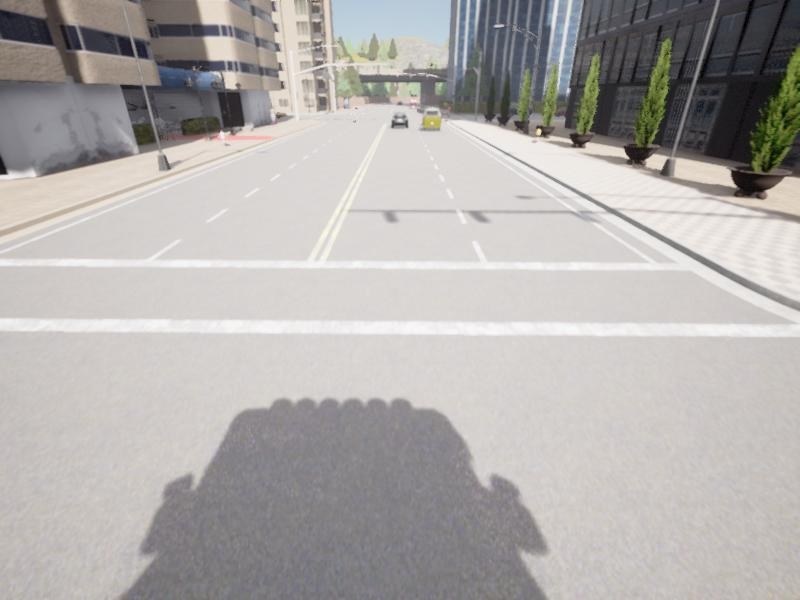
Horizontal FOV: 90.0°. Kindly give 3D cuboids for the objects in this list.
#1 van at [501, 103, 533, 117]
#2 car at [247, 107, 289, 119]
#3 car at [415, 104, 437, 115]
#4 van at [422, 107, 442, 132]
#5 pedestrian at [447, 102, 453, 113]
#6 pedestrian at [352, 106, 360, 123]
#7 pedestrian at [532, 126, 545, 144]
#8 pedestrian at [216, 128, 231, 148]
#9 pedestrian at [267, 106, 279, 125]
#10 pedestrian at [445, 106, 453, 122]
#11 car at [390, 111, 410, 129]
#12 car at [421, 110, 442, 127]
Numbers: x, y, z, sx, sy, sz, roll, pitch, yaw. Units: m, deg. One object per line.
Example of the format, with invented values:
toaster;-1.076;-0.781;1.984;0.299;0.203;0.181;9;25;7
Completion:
van;18.970;-30.807;64.908;4.442;1.987;1.775;0;27;-1
car;-19.218;-27.290;58.404;5.366;1.575;1.801;0;27;-1
car;4.643;-34.638;72.747;1.930;1.638;5.238;-11;29;-20
van;3.177;-17.949;39.705;1.775;1.987;4.442;2;27;3
pedestrian;9.338;-35.830;74.462;0.751;1.860;0.751;-6;28;-12
pedestrian;-5.567;-23.484;50.599;0.751;1.860;0.751;0;27;-1
pedestrian;9.397;-11.230;27.158;0.500;1.100;0.500;0;27;-1
pedestrian;-11.018;-10.122;24.940;0.500;1.100;0.500;0;27;1
pedestrian;-13.778;-19.993;43.413;0.751;1.860;0.751;-1;27;-2
pedestrian;6.282;-23.822;51.291;0.751;1.860;0.751;7;28;13
car;-0.003;-19.213;42.678;2.007;1.525;4.514;0;27;0
car;3.498;-20.564;45.330;2.007;1.525;4.514;0;27;0
